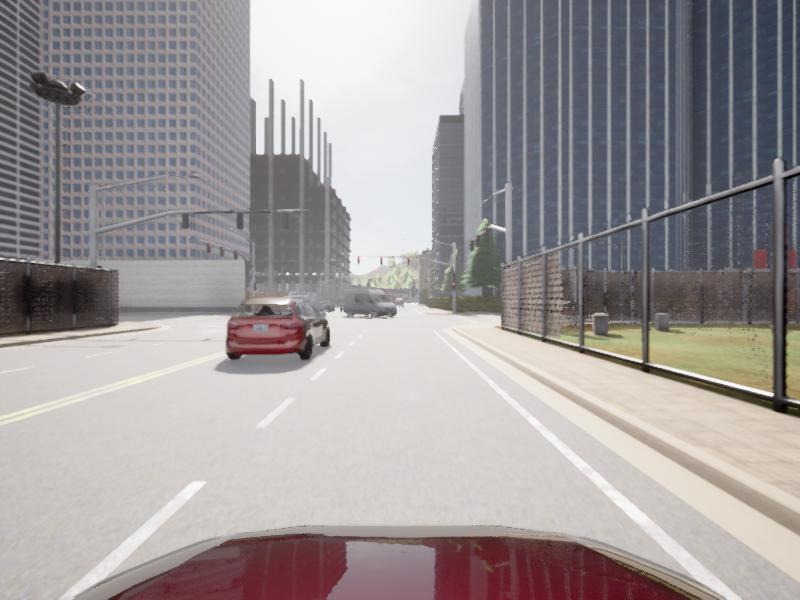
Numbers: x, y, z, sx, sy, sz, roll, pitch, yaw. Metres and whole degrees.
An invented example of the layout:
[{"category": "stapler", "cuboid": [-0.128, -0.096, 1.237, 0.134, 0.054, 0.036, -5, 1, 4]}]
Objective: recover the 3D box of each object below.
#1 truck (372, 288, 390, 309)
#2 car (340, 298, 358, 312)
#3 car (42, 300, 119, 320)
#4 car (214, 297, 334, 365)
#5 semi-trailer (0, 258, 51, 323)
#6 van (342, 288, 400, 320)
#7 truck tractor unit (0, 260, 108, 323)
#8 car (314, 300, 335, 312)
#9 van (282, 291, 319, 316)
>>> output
[{"category": "truck", "cuboid": [-3.489, -0.293, 75.871, 2.891, 3.827, 8.468, 0, 0, 0]}, {"category": "car", "cuboid": [-6.998, 0.672, 55.147, 1.932, 1.855, 4.605, 0, 0, 0]}, {"category": "car", "cuboid": [-25.366, 0.785, 31.857, 4.514, 1.525, 2.007, 0, 0, 0]}, {"category": "car", "cuboid": [-3.477, 0.761, 12.173, 2.242, 1.667, 4.611, 0, 0, 0]}, {"category": "semi-trailer", "cuboid": [-33.020, -0.662, 28.363, 14.254, 4.402, 2.717, 0, 0, 0]}, {"category": "van", "cuboid": [-2.733, 0.311, 35.905, 1.988, 2.561, 5.915, -1, 1, -41]}, {"category": "truck tractor unit", "cuboid": [-25.108, -0.560, 28.354, 6.516, 4.208, 3.053, 0, 0, 0]}, {"category": "car", "cuboid": [-10.496, 0.799, 56.179, 2.033, 1.649, 4.856, 0, 0, 0]}, {"category": "van", "cuboid": [-10.499, 0.383, 42.811, 2.351, 2.431, 6.366, 0, -1, 0]}]
